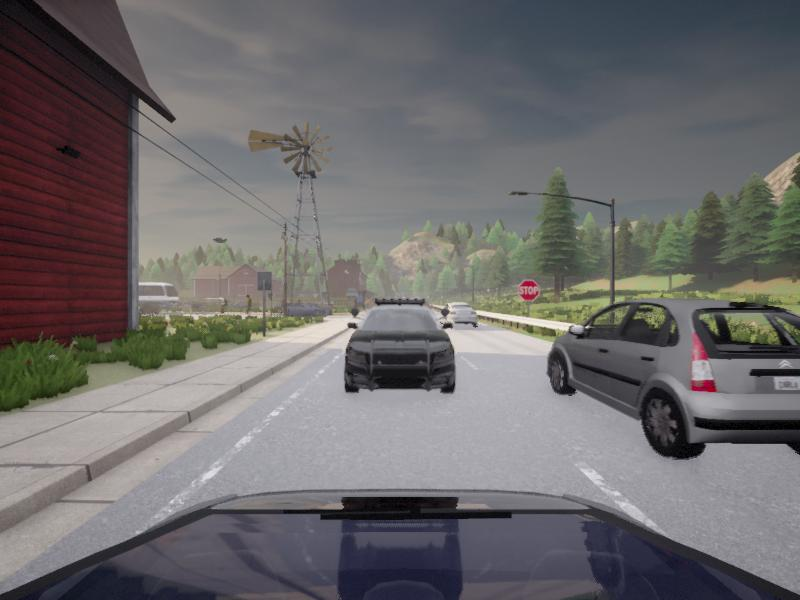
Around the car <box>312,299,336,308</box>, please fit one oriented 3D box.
[{"bbox_3d":[-15.375,0.668,81.014,4.605,1.855,1.932,0,0,0],"label":"car"}]

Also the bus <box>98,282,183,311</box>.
[{"bbox_3d":[-38.839,-0.526,60.222,10.273,4.253,3.944,0,0,-1],"label":"bus"}]

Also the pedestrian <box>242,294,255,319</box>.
[{"bbox_3d":[-11.321,0.491,29.919,0.751,1.860,0.751,0,0,-3],"label":"pedestrian"}]

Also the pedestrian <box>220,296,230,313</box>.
[{"bbox_3d":[-19.721,0.494,45.082,0.751,1.860,0.751,0,0,20],"label":"pedestrian"}]

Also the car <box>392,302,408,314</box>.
[{"bbox_3d":[0.002,0.953,49.376,1.895,1.301,4.718,0,0,0],"label":"car"}]

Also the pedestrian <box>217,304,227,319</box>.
[{"bbox_3d":[-13.601,0.871,30.538,0.500,1.100,0.500,0,0,5],"label":"pedestrian"}]

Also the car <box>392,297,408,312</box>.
[{"bbox_3d":[0.003,0.579,57.795,2.150,2.045,5.566,0,0,0],"label":"car"}]

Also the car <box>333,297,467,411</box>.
[{"bbox_3d":[0.001,0.773,8.381,1.930,1.638,5.238,0,0,0],"label":"car"}]

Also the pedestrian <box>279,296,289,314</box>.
[{"bbox_3d":[-12.314,0.493,42.568,0.751,1.860,0.751,0,0,29],"label":"pedestrian"}]

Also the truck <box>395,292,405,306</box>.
[{"bbox_3d":[-0.001,-0.303,113.367,2.891,3.827,8.468,0,0,0],"label":"truck"}]

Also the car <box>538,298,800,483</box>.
[{"bbox_3d":[3.503,0.789,5.496,1.851,1.617,3.988,0,0,0],"label":"car"}]

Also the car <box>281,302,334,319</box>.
[{"bbox_3d":[-7.981,0.914,34.749,4.181,1.385,1.994,0,0,-2],"label":"car"}]

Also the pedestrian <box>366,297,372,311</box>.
[{"bbox_3d":[-3.954,0.495,51.124,0.751,1.860,0.751,0,0,-2],"label":"pedestrian"}]

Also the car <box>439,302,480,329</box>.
[{"bbox_3d":[3.502,0.875,24.299,1.812,1.442,4.674,0,0,0],"label":"car"}]

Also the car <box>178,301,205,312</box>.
[{"bbox_3d":[-28.795,0.875,55.305,1.784,1.438,3.905,0,0,0],"label":"car"}]

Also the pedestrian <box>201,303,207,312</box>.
[{"bbox_3d":[-22.663,0.874,46.261,0.500,1.100,0.500,0,0,-5],"label":"pedestrian"}]
